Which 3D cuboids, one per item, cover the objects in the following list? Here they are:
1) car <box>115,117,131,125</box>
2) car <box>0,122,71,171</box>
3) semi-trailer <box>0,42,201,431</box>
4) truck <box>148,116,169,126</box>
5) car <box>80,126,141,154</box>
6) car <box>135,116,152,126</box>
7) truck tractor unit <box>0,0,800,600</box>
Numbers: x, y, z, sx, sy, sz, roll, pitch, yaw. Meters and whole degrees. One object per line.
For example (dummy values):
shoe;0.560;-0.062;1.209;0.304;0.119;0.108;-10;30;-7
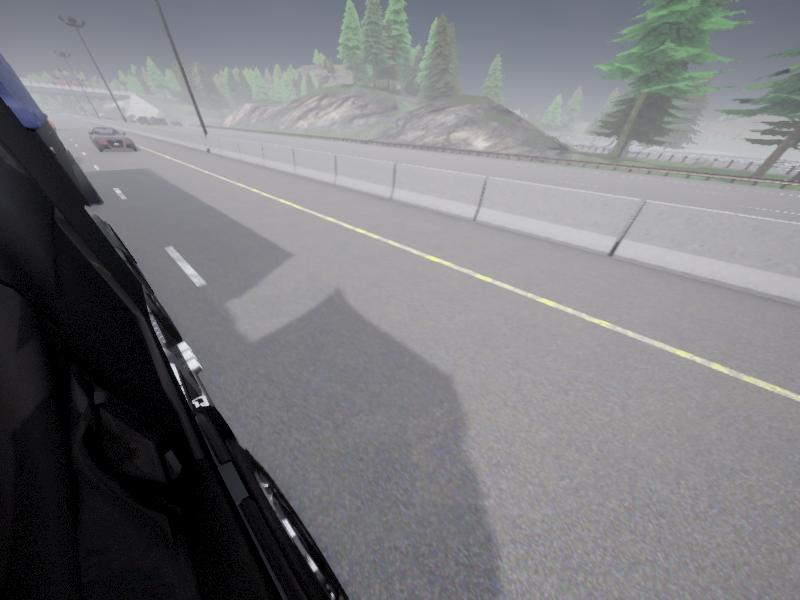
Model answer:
car;-76.840;-49.793;64.103;5.366;1.575;1.801;28;44;30
car;-18.470;-7.579;11.254;4.856;1.649;2.033;32;45;33
semi-trailer;-8.694;-3.607;4.233;14.254;4.402;2.717;28;44;30
truck;-69.760;-51.707;66.663;6.274;2.098;2.390;28;44;30
car;-21.224;-11.789;16.935;4.181;1.385;1.994;28;44;30
car;-70.646;-49.355;63.640;3.866;1.878;1.905;28;44;30
truck tractor unit;-2.645;-0.295;0.351;6.516;4.208;3.053;28;44;30
